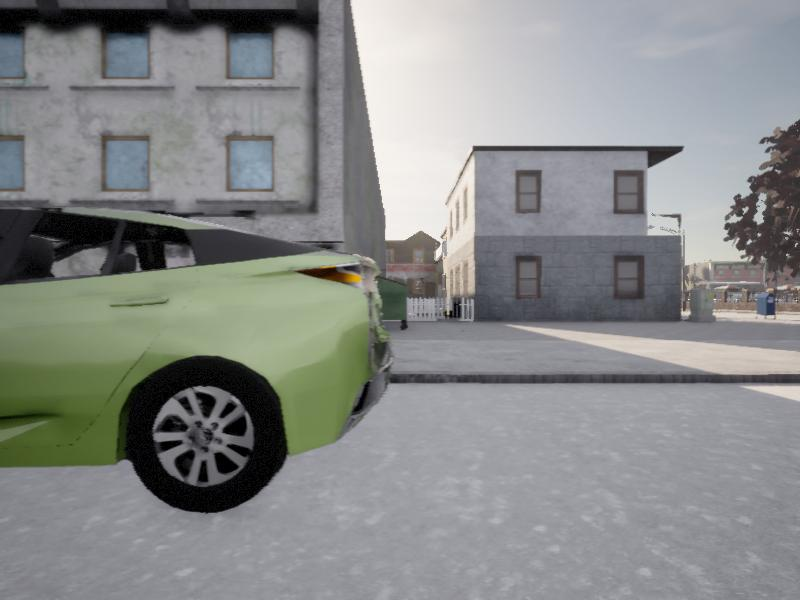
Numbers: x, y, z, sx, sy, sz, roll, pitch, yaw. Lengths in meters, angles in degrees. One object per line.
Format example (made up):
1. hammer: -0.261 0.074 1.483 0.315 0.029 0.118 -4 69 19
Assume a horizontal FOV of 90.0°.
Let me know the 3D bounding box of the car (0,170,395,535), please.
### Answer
1. car: -2.298 0.226 2.678 4.514 1.525 2.007 0 0 0

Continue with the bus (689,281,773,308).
1. bus: 53.299 -0.912 64.616 10.273 4.253 3.944 0 0 0
